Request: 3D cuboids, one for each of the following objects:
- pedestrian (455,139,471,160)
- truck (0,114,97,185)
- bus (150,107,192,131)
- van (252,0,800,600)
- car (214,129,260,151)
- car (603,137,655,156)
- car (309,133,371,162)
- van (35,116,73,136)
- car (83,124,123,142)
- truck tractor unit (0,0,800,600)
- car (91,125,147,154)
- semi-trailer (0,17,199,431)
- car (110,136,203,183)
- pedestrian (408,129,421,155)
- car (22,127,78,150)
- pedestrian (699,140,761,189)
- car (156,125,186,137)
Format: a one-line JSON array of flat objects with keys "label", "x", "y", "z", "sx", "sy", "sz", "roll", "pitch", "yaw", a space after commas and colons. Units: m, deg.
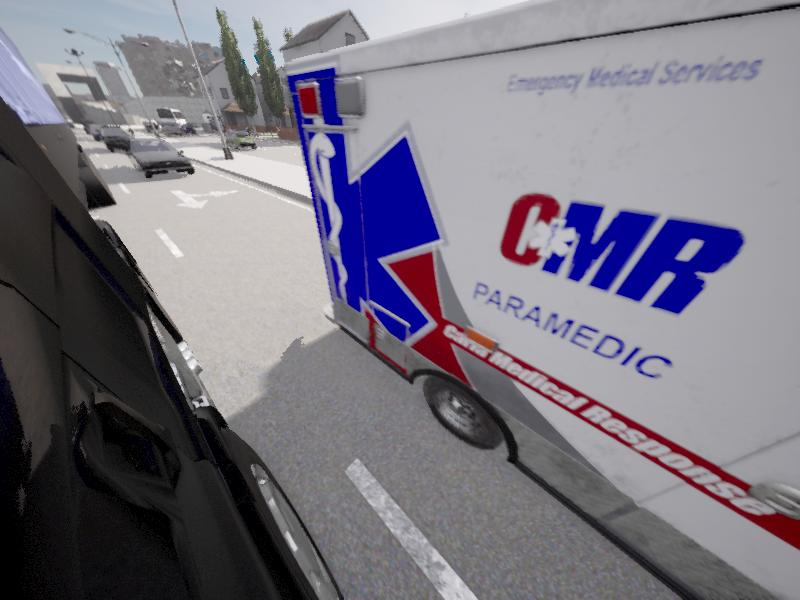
[{"label": "pedestrian", "x": 5.004, "y": -11.930, "z": 18.305, "sx": 0.751, "sy": 1.300, "sz": 0.751, "roll": 29, "pitch": 45, "yaw": 31}, {"label": "truck", "x": -16.300, "y": -6.861, "z": 10.339, "sx": 6.274, "sy": 2.098, "sz": 2.390, "roll": 28, "pitch": 44, "yaw": 32}, {"label": "bus", "x": -56.407, "y": -44.798, "z": 57.404, "sx": 3.944, "sy": 4.253, "sz": 10.273, "roll": -16, "pitch": 40, "yaw": -20}, {"label": "van", "x": 2.196, "y": 0.311, "z": 1.234, "sx": 6.366, "sy": 2.431, "sz": 2.351, "roll": 29, "pitch": 45, "yaw": 31}, {"label": "car", "x": -15.816, "y": -15.572, "z": 22.403, "sx": 4.514, "sy": 1.525, "sz": 2.007, "roll": 29, "pitch": 45, "yaw": 31}, {"label": "car", "x": 25.378, "y": -17.172, "z": 25.707, "sx": 3.806, "sy": 1.475, "sz": 1.970, "roll": 29, "pitch": 45, "yaw": 31}, {"label": "car", "x": -4.854, "y": -12.360, "z": 18.576, "sx": 4.974, "sy": 1.542, "sz": 2.038, "roll": 29, "pitch": 45, "yaw": 31}, {"label": "van", "x": -47.670, "y": -24.021, "z": 31.919, "sx": 4.480, "sy": 2.038, "sz": 2.069, "roll": 28, "pitch": 44, "yaw": 31}, {"label": "car", "x": -34.147, "y": -19.205, "z": 26.526, "sx": 4.792, "sy": 1.488, "sz": 2.163, "roll": 29, "pitch": 45, "yaw": 31}, {"label": "truck tractor unit", "x": -2.645, "y": -0.295, "z": 0.351, "sx": 6.516, "sy": 4.208, "sz": 3.053, "roll": 28, "pitch": 44, "yaw": 30}, {"label": "car", "x": -22.631, "y": -12.956, "z": 18.542, "sx": 5.238, "sy": 1.638, "sz": 1.930, "roll": 29, "pitch": 44, "yaw": 31}, {"label": "semi-trailer", "x": -8.592, "y": -3.633, "z": 4.399, "sx": 14.254, "sy": 4.402, "sz": 2.717, "roll": 29, "pitch": 45, "yaw": 32}, {"label": "car", "x": -11.976, "y": -7.038, "z": 11.303, "sx": 5.357, "sy": 1.411, "sz": 2.033, "roll": 29, "pitch": 45, "yaw": 31}, {"label": "pedestrian", "x": 1.310, "y": -14.141, "z": 20.632, "sx": 0.751, "sy": 1.860, "sz": 0.751, "roll": 24, "pitch": 42, "yaw": 27}, {"label": "car", "x": -28.834, "y": -13.448, "z": 19.168, "sx": 4.181, "sy": 1.385, "sz": 1.994, "roll": 29, "pitch": 45, "yaw": 31}, {"label": "pedestrian", "x": 15.248, "y": -6.297, "z": 10.768, "sx": 0.751, "sy": 1.860, "sz": 0.751, "roll": 30, "pitch": 45, "yaw": 33}, {"label": "car", "x": -36.202, "y": -26.695, "z": 36.493, "sx": 5.357, "sy": 1.411, "sz": 2.033, "roll": 29, "pitch": 45, "yaw": 31}]
